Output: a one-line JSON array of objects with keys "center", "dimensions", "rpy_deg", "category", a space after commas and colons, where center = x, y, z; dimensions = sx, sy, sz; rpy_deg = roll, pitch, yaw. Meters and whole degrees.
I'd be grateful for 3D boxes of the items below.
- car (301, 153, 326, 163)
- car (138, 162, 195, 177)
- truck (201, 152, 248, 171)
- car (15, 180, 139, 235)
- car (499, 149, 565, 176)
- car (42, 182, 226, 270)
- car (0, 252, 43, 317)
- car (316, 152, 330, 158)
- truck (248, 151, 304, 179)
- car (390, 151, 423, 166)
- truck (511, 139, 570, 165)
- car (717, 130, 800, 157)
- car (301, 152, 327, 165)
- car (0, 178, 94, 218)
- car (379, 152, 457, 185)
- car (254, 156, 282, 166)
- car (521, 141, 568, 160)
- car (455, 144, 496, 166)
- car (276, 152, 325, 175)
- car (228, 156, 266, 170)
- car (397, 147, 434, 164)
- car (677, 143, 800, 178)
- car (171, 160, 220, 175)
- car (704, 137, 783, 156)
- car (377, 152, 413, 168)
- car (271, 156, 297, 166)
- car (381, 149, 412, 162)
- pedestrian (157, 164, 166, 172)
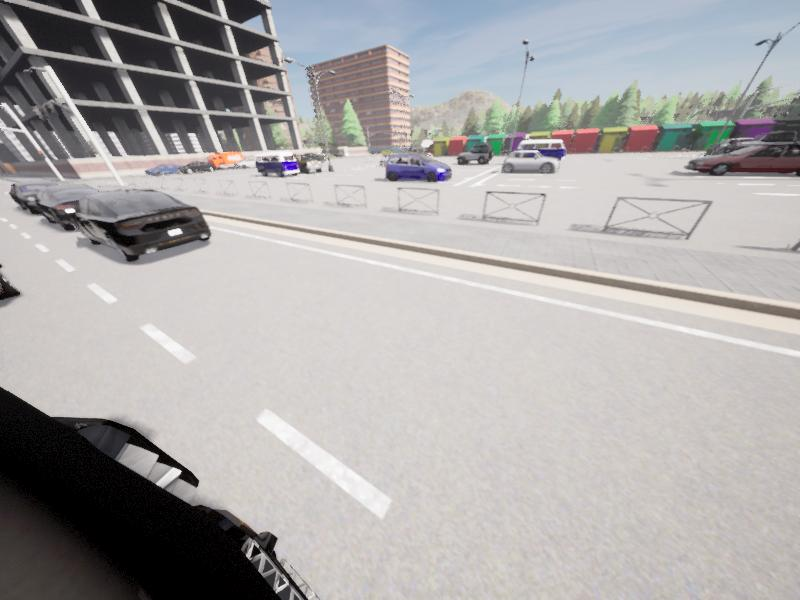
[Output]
[{"center": [-18.648, -30.763, 50.104], "dimensions": [1.882, 1.535, 5.008], "rpy_deg": [16, 38, 25], "category": "car"}, {"center": [-34.002, -19.178, 33.842], "dimensions": [2.033, 1.411, 5.357], "rpy_deg": [16, 38, 25], "category": "car"}, {"center": [-29.852, -23.819, 39.572], "dimensions": [2.627, 2.467, 5.204], "rpy_deg": [16, 38, 25], "category": "truck"}, {"center": [-13.366, -3.972, 9.557], "dimensions": [4.674, 1.442, 1.812], "rpy_deg": [16, 38, 26], "category": "car"}, {"center": [9.586, -10.100, 16.964], "dimensions": [3.806, 1.475, 1.970], "rpy_deg": [16, 38, 26], "category": "car"}, {"center": [-7.749, -2.413, 6.733], "dimensions": [5.008, 1.535, 1.882], "rpy_deg": [16, 38, 26], "category": "car"}, {"center": [-9.325, -0.608, 4.174], "dimensions": [4.792, 1.488, 2.163], "rpy_deg": [16, 38, 26], "category": "car"}, {"center": [-24.337, -46.071, 73.311], "dimensions": [1.851, 1.617, 3.988], "rpy_deg": [16, 38, 26], "category": "car"}, {"center": [-11.835, -12.936, 22.111], "dimensions": [4.478, 2.038, 2.069], "rpy_deg": [16, 38, 26], "category": "truck"}, {"center": [0.848, -18.172, 29.674], "dimensions": [3.905, 1.438, 1.784], "rpy_deg": [16, 38, 26], "category": "car"}, {"center": [13.883, -14.683, 22.963], "dimensions": [4.478, 2.038, 2.069], "rpy_deg": [16, 38, 26], "category": "truck"}, {"center": [33.115, -14.330, 21.277], "dimensions": [3.866, 1.878, 1.905], "rpy_deg": [16, 38, 26], "category": "car"}, {"center": [-15.748, -25.997, 42.402], "dimensions": [1.905, 1.878, 3.866], "rpy_deg": [16, 38, 25], "category": "car"}, {"center": [-19.659, -5.750, 12.716], "dimensions": [5.357, 1.411, 2.033], "rpy_deg": [16, 38, 26], "category": "car"}, {"center": [1.203, -8.978, 15.724], "dimensions": [4.611, 1.667, 2.242], "rpy_deg": [16, 38, 26], "category": "car"}, {"center": [-25.940, -27.319, 45.474], "dimensions": [1.816, 1.474, 4.193], "rpy_deg": [16, 38, 25], "category": "car"}, {"center": [17.944, -18.684, 28.882], "dimensions": [4.605, 1.855, 1.932], "rpy_deg": [16, 38, 26], "category": "car"}, {"center": [8.362, -16.186, 25.786], "dimensions": [3.866, 1.878, 1.905], "rpy_deg": [16, 38, 26], "category": "car"}, {"center": [-10.445, -14.307, 24.252], "dimensions": [4.605, 1.855, 1.932], "rpy_deg": [16, 38, 26], "category": "car"}, {"center": [-25.987, -23.441, 39.456], "dimensions": [2.242, 1.667, 4.611], "rpy_deg": [16, 38, 25], "category": "car"}, {"center": [2.137, -19.688, 31.488], "dimensions": [4.605, 1.855, 1.932], "rpy_deg": [16, 38, 26], "category": "car"}, {"center": [19.132, -7.365, 12.171], "dimensions": [5.357, 1.415, 2.033], "rpy_deg": [16, 38, 26], "category": "car"}, {"center": [-29.852, -19.477, 33.912], "dimensions": [1.837, 1.490, 4.892], "rpy_deg": [16, 38, 25], "category": "car"}, {"center": [34.580, -15.561, 23.462], "dimensions": [3.806, 1.475, 1.970], "rpy_deg": [16, 38, 26], "category": "car"}, {"center": [-0.599, -16.714, 27.634], "dimensions": [3.806, 1.475, 1.970], "rpy_deg": [16, 38, 26], "category": "car"}, {"center": [-22.387, -26.977, 44.711], "dimensions": [1.970, 1.475, 3.806], "rpy_deg": [16, 38, 25], "category": "car"}, {"center": [-0.567, -23.856, 38.262], "dimensions": [4.611, 1.667, 2.242], "rpy_deg": [16, 38, 26], "category": "car"}, {"center": [-38.437, -21.278, 37.262], "dimensions": [0.500, 1.100, 0.500], "rpy_deg": [16, 38, 26], "category": "pedestrian"}]
